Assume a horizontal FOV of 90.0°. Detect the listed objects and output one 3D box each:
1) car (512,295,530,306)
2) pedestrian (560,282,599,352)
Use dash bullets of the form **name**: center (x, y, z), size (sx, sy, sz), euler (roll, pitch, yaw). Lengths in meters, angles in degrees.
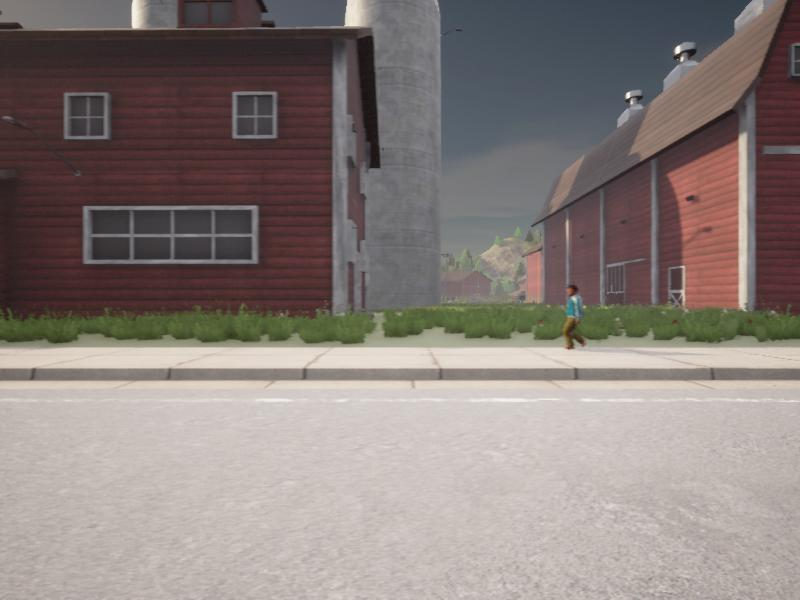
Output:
- **car**: center (20.883, 0.076, 69.182), size (1.905, 1.878, 3.866), euler (0, 0, 1)
- **pedestrian**: center (2.951, 0.264, 6.610), size (0.500, 1.100, 0.500), euler (0, 0, 12)
